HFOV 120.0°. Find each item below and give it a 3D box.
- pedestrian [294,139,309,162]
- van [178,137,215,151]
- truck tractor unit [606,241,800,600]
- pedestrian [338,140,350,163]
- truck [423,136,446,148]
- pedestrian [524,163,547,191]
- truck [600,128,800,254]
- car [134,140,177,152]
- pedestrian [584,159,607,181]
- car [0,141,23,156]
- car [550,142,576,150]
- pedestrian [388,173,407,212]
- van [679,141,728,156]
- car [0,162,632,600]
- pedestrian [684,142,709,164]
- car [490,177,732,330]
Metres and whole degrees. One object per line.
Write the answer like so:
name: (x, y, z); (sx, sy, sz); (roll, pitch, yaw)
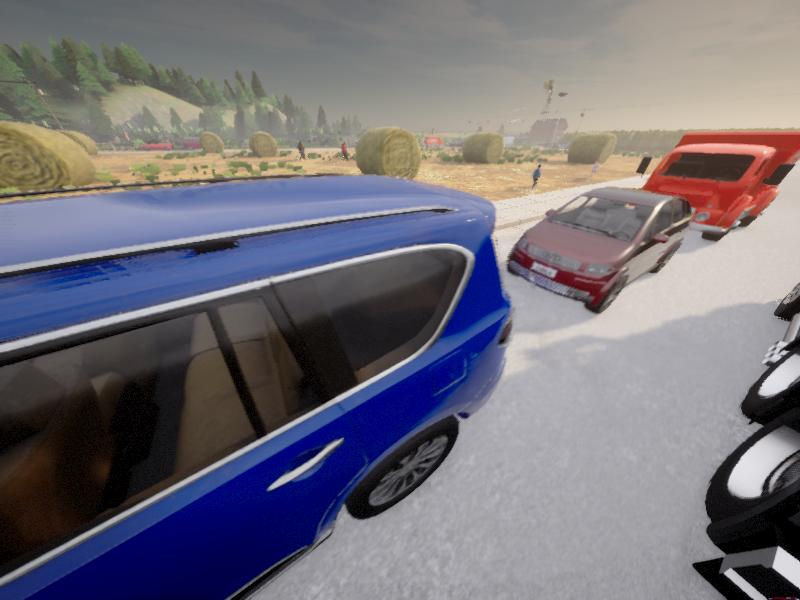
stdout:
pedestrian: (-9.817, -14.908, 23.040); (0.751, 1.860, 0.751); (8, 36, 11)
van: (-36.450, -28.091, 41.611); (4.442, 1.987, 1.775); (-17, 39, -23)
truck tractor unit: (5.073, -0.338, 0.827); (6.516, 4.208, 3.053); (-20, 40, -26)
pedestrian: (-5.396, -14.382, 22.344); (0.751, 1.860, 0.751); (4, 35, 6)
truck: (8.694, -39.880, 58.380); (5.204, 2.467, 2.627); (-17, 39, -23)
pedestrian: (6.620, -6.026, 11.305); (0.500, 1.100, 0.500); (-26, 43, -32)
truck: (9.342, -3.546, 6.937); (5.204, 2.467, 2.627); (-20, 40, -26)
car: (-41.550, -26.335, 39.467); (4.514, 1.525, 2.007); (-17, 39, -23)
pedestrian: (11.653, -7.756, 13.809); (0.500, 1.100, 0.500); (-10, 37, -15)
car: (-53.002, -20.400, 30.964); (4.514, 1.525, 2.007); (23, 41, 28)
car: (41.742, -39.642, 59.286); (2.038, 1.542, 4.974); (-19, 40, -25)
pedestrian: (-0.090, -3.683, 7.912); (0.500, 1.100, 0.500); (-12, 37, -16)
van: (52.103, -26.105, 39.782); (2.069, 2.038, 4.480); (-19, 40, -25)
car: (-1.765, 0.624, 1.279); (5.566, 2.045, 2.150); (-20, 40, -26)
pedestrian: (30.392, -15.061, 23.706); (0.751, 1.860, 0.751); (-24, 42, -31)
car: (3.836, -1.193, 4.341); (3.705, 1.549, 1.789); (-20, 40, -26)
